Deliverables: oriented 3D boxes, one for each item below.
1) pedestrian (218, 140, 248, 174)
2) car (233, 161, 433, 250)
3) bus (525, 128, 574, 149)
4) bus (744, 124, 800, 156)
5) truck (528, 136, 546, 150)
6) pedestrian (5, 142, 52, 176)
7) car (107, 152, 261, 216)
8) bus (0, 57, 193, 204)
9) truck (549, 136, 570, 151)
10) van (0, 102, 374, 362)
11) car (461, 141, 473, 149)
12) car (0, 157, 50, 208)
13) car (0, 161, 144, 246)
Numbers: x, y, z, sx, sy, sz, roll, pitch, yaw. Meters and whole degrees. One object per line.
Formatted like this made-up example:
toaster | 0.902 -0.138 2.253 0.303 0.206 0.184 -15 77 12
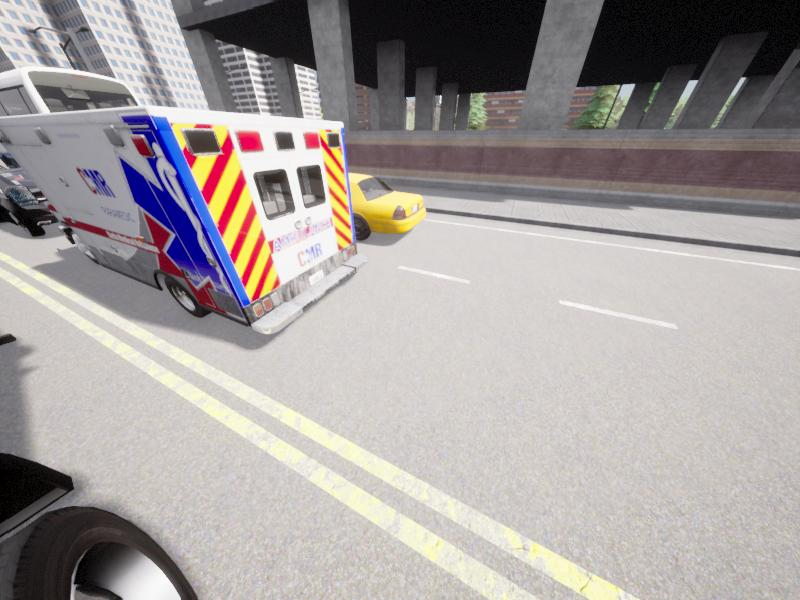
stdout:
pedestrian | -11.233 -9.646 15.607 0.751 1.860 0.751 14 38 19
car | -1.939 -2.976 6.754 5.366 1.575 1.801 15 38 20
bus | 40.070 -43.748 62.603 10.273 4.253 3.944 15 38 20
bus | 67.322 -27.529 39.676 3.944 4.253 10.273 15 38 20
truck | 29.510 -33.996 49.962 2.615 2.467 5.204 15 38 20
pedestrian | -24.810 -9.437 15.479 0.751 1.860 0.751 17 38 22
car | -8.365 -4.745 9.142 4.611 1.667 2.242 15 38 20
bus | -16.457 -7.906 11.331 10.273 4.253 3.944 15 38 20
truck | 33.419 -32.936 48.485 2.615 2.467 5.204 15 38 20
van | -3.892 -1.629 4.093 6.366 2.431 2.351 15 38 20
car | 15.724 -36.321 54.007 1.816 1.474 4.193 15 38 20
car | -16.630 -4.704 9.127 3.705 1.549 1.789 15 38 20
car | -10.797 -3.113 6.947 4.902 1.511 2.128 15 38 20
